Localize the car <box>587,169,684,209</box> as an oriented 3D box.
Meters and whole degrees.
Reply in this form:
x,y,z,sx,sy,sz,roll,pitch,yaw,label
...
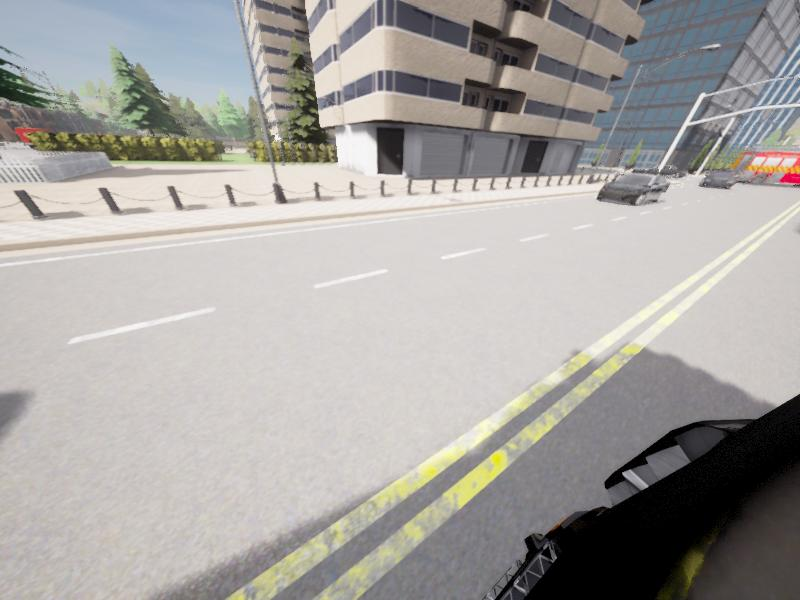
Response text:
x,y,z,sx,sy,sz,roll,pitch,yaw,label
13.465,-6.475,13.206,5.238,1.638,1.930,-17,38,-26,car

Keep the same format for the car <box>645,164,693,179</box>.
x,y,z,sx,sy,sz,roll,pitch,yaw,label
37.254,-17.880,32.146,1.970,1.475,3.806,-19,39,-29,car

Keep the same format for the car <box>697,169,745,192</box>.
x,y,z,sx,sy,sz,roll,pitch,yaw,label
30.961,-11.687,22.385,4.974,1.542,2.038,-24,41,-34,car

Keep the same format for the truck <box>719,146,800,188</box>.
x,y,z,sx,sy,sz,roll,pitch,yaw,label
45.092,-15.322,26.714,8.468,3.827,2.891,16,36,20,truck

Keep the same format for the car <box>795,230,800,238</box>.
x,y,z,sx,sy,sz,roll,pitch,yaw,label
17.115,-3.007,8.350,4.792,1.488,2.163,-16,38,-26,car
